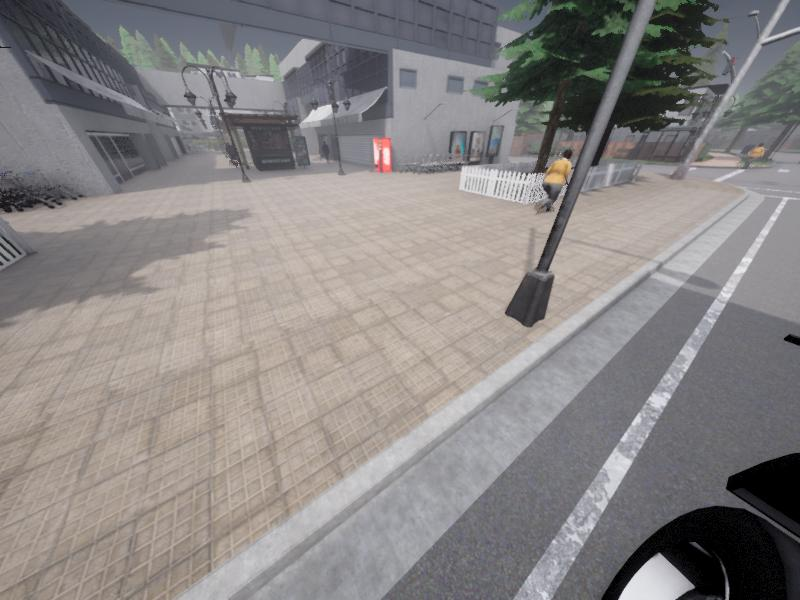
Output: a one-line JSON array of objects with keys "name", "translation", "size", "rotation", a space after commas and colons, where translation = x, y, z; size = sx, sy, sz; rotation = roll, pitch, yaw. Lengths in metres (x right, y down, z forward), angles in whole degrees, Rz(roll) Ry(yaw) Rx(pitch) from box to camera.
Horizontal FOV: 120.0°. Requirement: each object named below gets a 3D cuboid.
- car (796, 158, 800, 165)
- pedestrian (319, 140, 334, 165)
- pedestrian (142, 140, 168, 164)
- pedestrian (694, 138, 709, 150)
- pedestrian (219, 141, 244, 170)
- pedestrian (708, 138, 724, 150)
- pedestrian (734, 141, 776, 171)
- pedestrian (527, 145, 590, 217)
[{"name": "car", "translation": [38.930, -13.197, 21.152], "size": [4.181, 1.385, 1.994], "rotation": [-26, 42, -31]}, {"name": "pedestrian", "translation": [-6.473, -12.988, 20.362], "size": [0.751, 1.860, 0.751], "rotation": [-17, 38, -22]}, {"name": "pedestrian", "translation": [-23.114, -13.949, 21.824], "size": [0.751, 1.860, 0.751], "rotation": [-10, 36, -13]}, {"name": "pedestrian", "translation": [56.711, -29.335, 43.482], "size": [0.751, 1.860, 0.751], "rotation": [17, 39, 23]}, {"name": "pedestrian", "translation": [-12.929, -11.152, 17.793], "size": [0.751, 1.860, 0.751], "rotation": [0, 35, 0]}, {"name": "pedestrian", "translation": [59.207, -29.238, 43.327], "size": [0.751, 1.860, 0.751], "rotation": [10, 36, 14]}, {"name": "pedestrian", "translation": [27.259, -11.092, 17.791], "size": [0.751, 1.860, 0.751], "rotation": [-9, 36, -13]}, {"name": "pedestrian", "translation": [4.795, -3.651, 7.139], "size": [0.751, 1.860, 0.751], "rotation": [-12, 37, -16]}]
